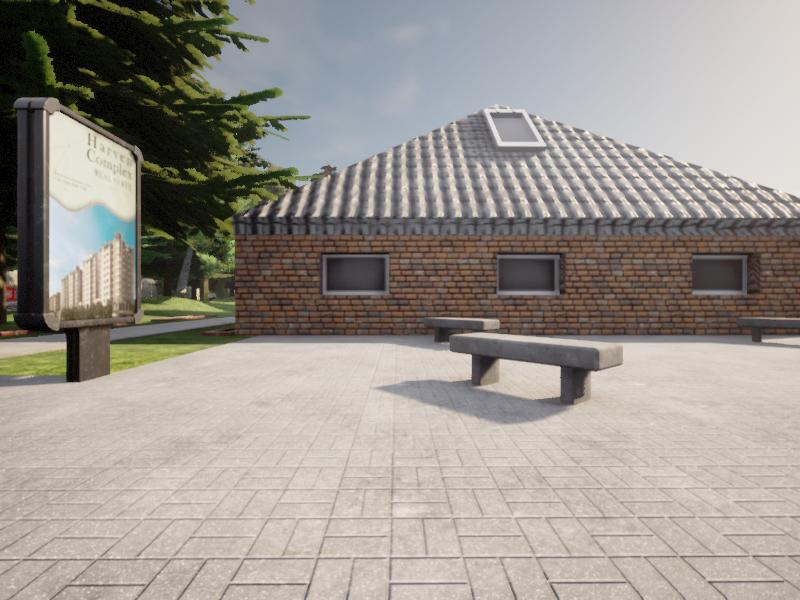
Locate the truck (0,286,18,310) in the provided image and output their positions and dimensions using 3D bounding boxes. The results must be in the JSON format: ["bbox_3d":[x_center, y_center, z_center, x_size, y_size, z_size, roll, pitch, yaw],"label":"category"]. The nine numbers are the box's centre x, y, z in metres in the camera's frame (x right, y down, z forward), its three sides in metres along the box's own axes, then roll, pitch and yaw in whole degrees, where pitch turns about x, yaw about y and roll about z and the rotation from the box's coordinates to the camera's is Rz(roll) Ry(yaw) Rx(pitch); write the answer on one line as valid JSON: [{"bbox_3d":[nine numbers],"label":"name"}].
[{"bbox_3d":[-42.687,-0.246,40.728,2.627,2.467,5.204,0,0,-1],"label":"truck"}]
